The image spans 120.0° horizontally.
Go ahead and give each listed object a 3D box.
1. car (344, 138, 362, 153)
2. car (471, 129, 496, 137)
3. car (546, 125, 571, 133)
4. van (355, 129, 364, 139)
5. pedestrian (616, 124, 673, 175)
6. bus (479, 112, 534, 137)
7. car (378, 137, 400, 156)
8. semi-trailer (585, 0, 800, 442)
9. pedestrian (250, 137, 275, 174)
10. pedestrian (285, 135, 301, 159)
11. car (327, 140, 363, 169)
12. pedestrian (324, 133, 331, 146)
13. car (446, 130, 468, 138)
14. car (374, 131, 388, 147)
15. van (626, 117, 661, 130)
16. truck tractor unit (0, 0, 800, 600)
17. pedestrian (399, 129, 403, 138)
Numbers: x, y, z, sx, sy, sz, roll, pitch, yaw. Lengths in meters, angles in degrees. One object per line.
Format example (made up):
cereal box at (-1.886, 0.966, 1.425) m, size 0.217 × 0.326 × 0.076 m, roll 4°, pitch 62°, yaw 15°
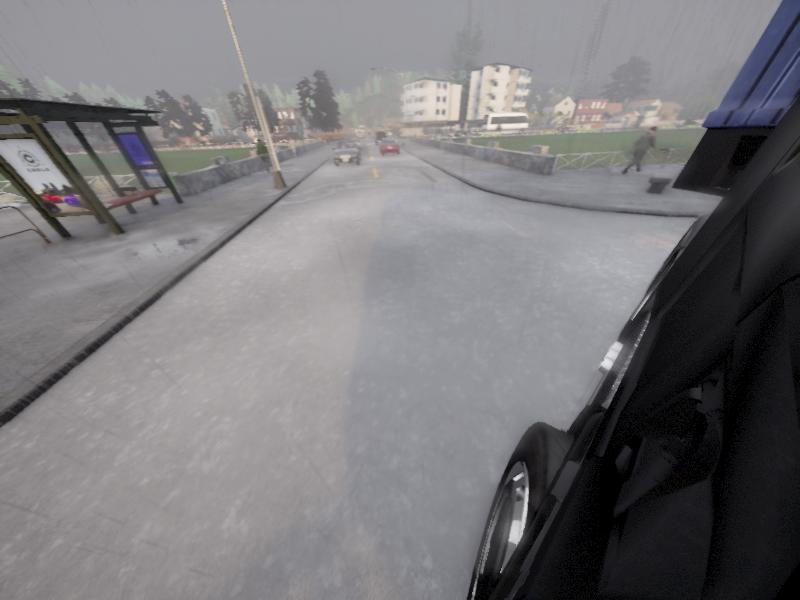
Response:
car at (-5.992, -19.973, 29.769) m, size 1.895 × 1.301 × 4.718 m, roll -6°, pitch 37°, yaw -5°
car at (20.985, -41.997, 58.002) m, size 5.357 × 1.411 × 2.033 m, roll -6°, pitch 37°, yaw -5°
car at (40.859, -43.980, 59.565) m, size 4.892 × 1.490 × 1.837 m, roll -6°, pitch 37°, yaw -4°
van at (-12.471, -51.537, 71.734) m, size 2.351 × 2.431 × 6.366 m, roll -6°, pitch 37°, yaw -5°
pedestrian at (10.835, -6.695, 10.321) m, size 0.751 × 1.860 × 0.751 m, roll -4°, pitch 37°, yaw -3°
bus at (24.733, -41.193, 54.322) m, size 10.273 × 4.253 × 3.944 m, roll -5°, pitch 37°, yaw -4°
car at (-1.252, -16.671, 25.008) m, size 1.994 × 1.385 × 4.181 m, roll -6°, pitch 37°, yaw -5°
semi-trailer at (9.873, -2.294, 2.472) m, size 14.254 × 4.402 × 2.717 m, roll -11°, pitch 37°, yaw -12°
pedestrian at (-8.564, -9.042, 14.465) m, size 0.751 × 1.860 × 0.751 m, roll -15°, pitch 39°, yaw -17°
pedestrian at (-10.114, -14.536, 21.956) m, size 0.751 × 1.860 × 0.751 m, roll -5°, pitch 37°, yaw -3°
car at (-4.142, -11.601, 18.198) m, size 2.128 × 1.511 × 4.902 m, roll -5°, pitch 37°, yaw -4°
pedestrian at (-12.756, -28.182, 40.501) m, size 0.751 × 1.860 × 0.751 m, roll -7°, pitch 37°, yaw -6°
car at (14.040, -41.287, 57.320) m, size 4.892 × 1.490 × 1.837 m, roll -5°, pitch 37°, yaw -4°
car at (-3.043, -25.478, 36.542) m, size 1.905 × 1.878 × 3.866 m, roll -6°, pitch 37°, yaw -5°
van at (64.381, -46.658, 61.173) m, size 6.366 × 2.431 × 2.351 m, roll -6°, pitch 37°, yaw -5°
truck tractor unit at (2.645, -0.295, 0.352) m, size 6.516 × 4.208 × 3.053 m, roll -28°, pitch 44°, yaw -30°
pedestrian at (0.257, -43.956, 60.915) m, size 0.751 × 1.860 × 0.751 m, roll -5°, pitch 37°, yaw -4°
